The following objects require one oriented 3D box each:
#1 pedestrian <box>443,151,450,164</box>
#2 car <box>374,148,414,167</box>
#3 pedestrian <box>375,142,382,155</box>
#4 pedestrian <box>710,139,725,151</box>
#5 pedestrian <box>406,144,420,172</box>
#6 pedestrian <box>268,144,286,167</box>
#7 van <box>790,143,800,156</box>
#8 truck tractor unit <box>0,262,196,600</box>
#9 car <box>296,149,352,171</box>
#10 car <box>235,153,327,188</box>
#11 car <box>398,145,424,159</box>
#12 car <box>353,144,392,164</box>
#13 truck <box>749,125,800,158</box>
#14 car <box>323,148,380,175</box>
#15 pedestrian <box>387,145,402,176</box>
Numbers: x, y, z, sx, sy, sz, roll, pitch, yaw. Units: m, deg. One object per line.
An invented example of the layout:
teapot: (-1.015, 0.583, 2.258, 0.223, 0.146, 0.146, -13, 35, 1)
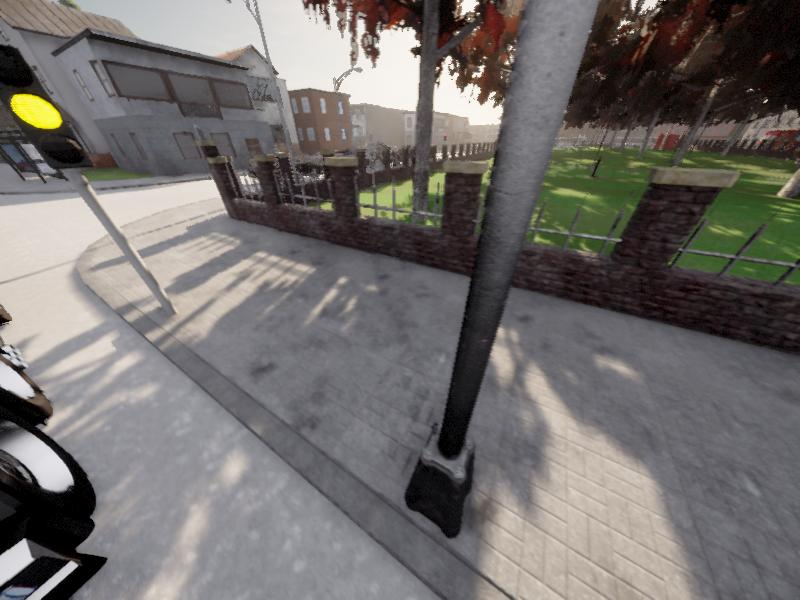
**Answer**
pedestrian: (4.858, -14.933, 24.241, 0.500, 1.100, 0.500, 19, 39, 26)
car: (-0.462, -15.393, 24.818, 2.128, 1.511, 4.902, 16, 38, 23)
pedestrian: (-3.668, -25.403, 38.692, 0.751, 1.860, 0.751, 27, 43, 33)
pedestrian: (59.622, -29.058, 43.375, 0.751, 1.860, 0.751, 18, 39, 25)
pedestrian: (1.036, -11.314, 18.409, 0.751, 1.860, 0.751, 18, 39, 25)
pedestrian: (-11.967, -14.111, 22.550, 0.751, 1.860, 0.751, 18, 39, 25)
van: (64.223, -23.422, 35.717, 1.775, 1.987, 4.442, 18, 39, 25)
truck tractor unit: (-5.110, -0.301, 0.788, 6.516, 4.208, 3.053, 18, 39, 24)
car: (-7.143, -13.638, 22.357, 2.128, 1.511, 4.902, 18, 39, 24)
car: (-7.534, -8.736, 15.313, 2.128, 1.511, 4.902, 18, 39, 25)
car: (1.753, -22.356, 34.814, 1.837, 1.490, 4.892, 18, 40, 25)
car: (-3.124, -17.391, 27.393, 1.932, 1.855, 4.605, 20, 40, 27)
truck: (59.818, -24.383, 35.536, 2.891, 3.827, 8.468, 18, 39, 25)
car: (-3.973, -12.062, 19.959, 2.033, 1.649, 4.856, 17, 38, 23)
pedestrian: (-0.385, -9.913, 16.410, 0.751, 1.860, 0.751, 18, 39, 24)
